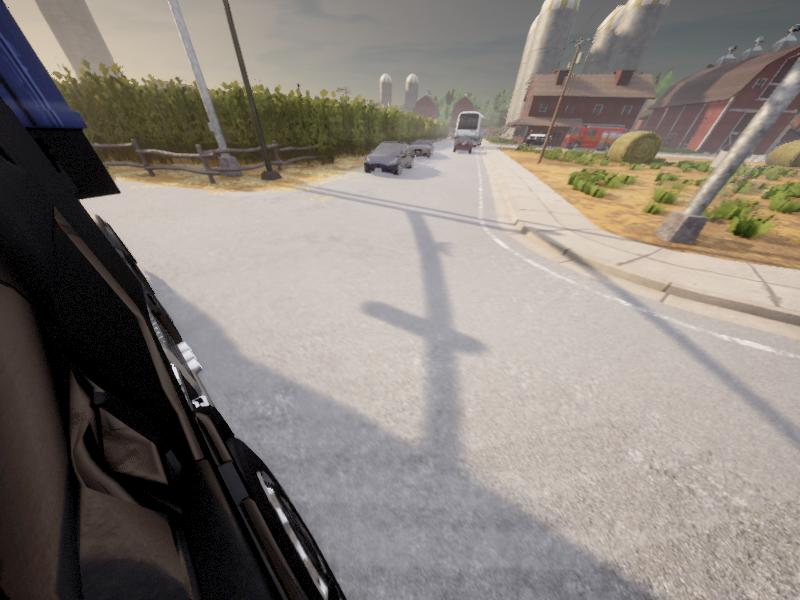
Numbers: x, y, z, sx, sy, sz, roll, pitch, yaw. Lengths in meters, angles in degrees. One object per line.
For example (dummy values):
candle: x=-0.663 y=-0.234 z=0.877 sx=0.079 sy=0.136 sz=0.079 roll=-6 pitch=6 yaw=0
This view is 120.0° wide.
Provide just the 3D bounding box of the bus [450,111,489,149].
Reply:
bus: x=11.256 y=-26.862 z=36.682 sx=3.944 sy=4.253 sz=10.273 roll=14 pitch=38 yaw=16

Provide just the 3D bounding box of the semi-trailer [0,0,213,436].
semi-trailer: x=-9.587 y=-2.779 z=3.067 sx=14.254 sy=4.402 sz=2.717 roll=17 pitch=39 yaw=18

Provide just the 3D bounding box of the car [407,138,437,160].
car: x=2.099 y=-14.164 z=21.555 sx=1.994 sy=1.385 sz=4.181 roll=11 pitch=37 yaw=10

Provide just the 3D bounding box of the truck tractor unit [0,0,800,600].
truck tractor unit: x=-2.645 y=-0.295 z=0.351 sx=6.516 sy=4.208 sz=3.053 roll=28 pitch=44 yaw=30

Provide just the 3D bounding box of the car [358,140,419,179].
car: x=-0.467 y=-8.471 z=13.698 sx=2.163 sy=1.488 sz=4.792 roll=11 pitch=38 yaw=11

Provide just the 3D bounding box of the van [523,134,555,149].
van: x=25.810 y=-29.661 z=43.126 sx=4.480 sy=2.038 sz=2.069 roll=10 pitch=37 yaw=10

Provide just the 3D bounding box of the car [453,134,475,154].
car: x=7.933 y=-19.303 z=28.426 sx=2.097 sy=1.767 sz=4.553 roll=11 pitch=37 yaw=10

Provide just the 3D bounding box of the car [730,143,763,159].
car: x=60.754 y=-26.164 z=40.504 sx=3.866 sy=1.878 sz=1.905 roll=-18 pitch=47 yaw=-23

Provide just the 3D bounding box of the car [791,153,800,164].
car: x=62.270 y=-20.840 z=34.159 sx=4.181 sy=1.385 sz=1.994 roll=10 pitch=38 yaw=10

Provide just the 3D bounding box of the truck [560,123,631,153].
truck: x=34.338 y=-28.884 z=41.135 sx=8.468 sy=3.827 sz=2.891 roll=10 pitch=37 yaw=10
